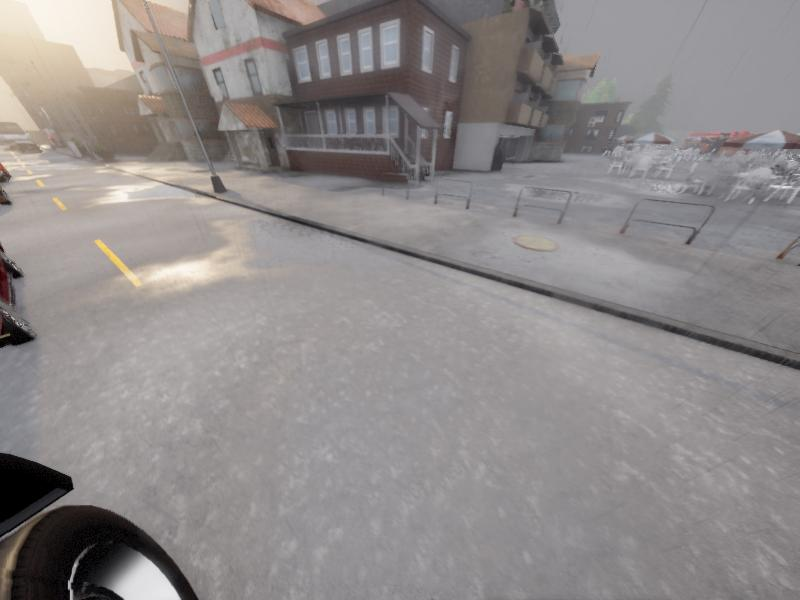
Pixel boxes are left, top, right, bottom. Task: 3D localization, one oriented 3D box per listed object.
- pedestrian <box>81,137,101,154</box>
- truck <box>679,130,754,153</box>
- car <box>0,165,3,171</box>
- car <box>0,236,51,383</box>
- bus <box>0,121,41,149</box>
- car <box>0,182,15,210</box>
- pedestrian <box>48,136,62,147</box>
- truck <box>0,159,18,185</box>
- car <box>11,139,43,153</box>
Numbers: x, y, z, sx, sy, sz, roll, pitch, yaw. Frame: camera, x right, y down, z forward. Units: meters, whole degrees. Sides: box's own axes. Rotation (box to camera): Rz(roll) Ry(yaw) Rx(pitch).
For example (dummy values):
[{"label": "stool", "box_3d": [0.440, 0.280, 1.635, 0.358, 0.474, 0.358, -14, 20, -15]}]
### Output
[{"label": "pedestrian", "box_3d": [-41.823, -20.899, 31.285, 0.751, 1.860, 0.751, 22, 40, 27]}, {"label": "truck", "box_3d": [67.789, -34.383, 49.950, 8.468, 3.827, 2.891, 22, 41, 28]}, {"label": "car", "box_3d": [-32.020, -10.701, 17.123, 3.866, 1.878, 1.905, 22, 41, 28]}, {"label": "car", "box_3d": [-6.705, -0.125, 2.895, 4.718, 1.301, 1.895, 22, 41, 28]}, {"label": "bus", "box_3d": [-77.069, -32.794, 45.948, 10.273, 4.253, 3.944, 22, 41, 28]}, {"label": "car", "box_3d": [-16.691, -4.230, 8.553, 4.181, 1.385, 1.994, 22, 41, 28]}, {"label": "pedestrian", "box_3d": [-73.116, -33.566, 48.937, 0.751, 1.860, 0.751, 13, 37, 17]}, {"label": "truck", "box_3d": [-24.294, -7.783, 12.565, 5.204, 2.467, 2.627, 22, 41, 28]}, {"label": "car", "box_3d": [-58.533, -24.240, 36.272, 5.238, 1.638, 1.930, 22, 41, 28]}]
